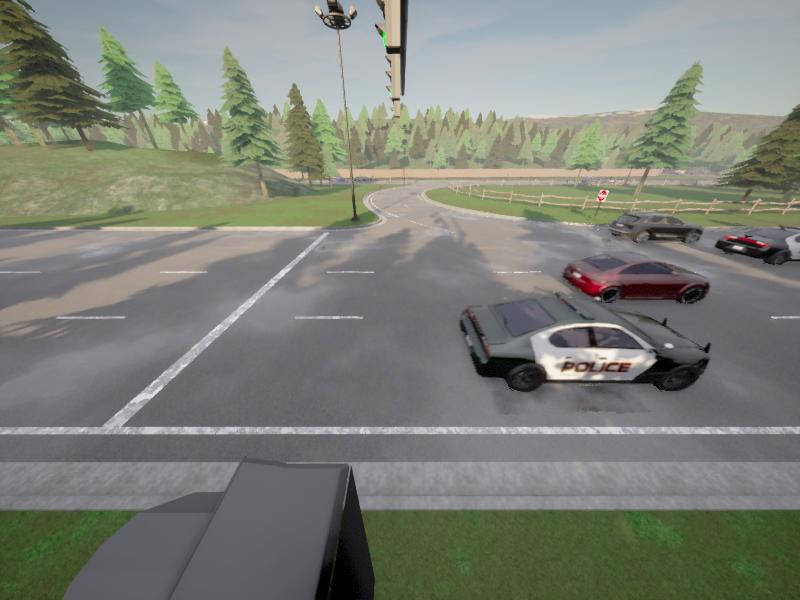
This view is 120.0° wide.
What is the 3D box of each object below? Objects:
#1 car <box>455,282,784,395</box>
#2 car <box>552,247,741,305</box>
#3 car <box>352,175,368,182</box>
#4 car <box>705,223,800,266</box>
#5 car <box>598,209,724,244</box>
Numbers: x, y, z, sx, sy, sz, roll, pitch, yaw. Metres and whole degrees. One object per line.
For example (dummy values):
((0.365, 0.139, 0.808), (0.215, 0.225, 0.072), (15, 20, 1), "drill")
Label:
((4.016, 0.746, 5.177), (4.974, 1.542, 2.038), (0, 30, 0), "car")
((8.315, -0.932, 8.252), (4.181, 1.385, 1.994), (0, 30, 0), "car")
((-12.039, -36.799, 69.868), (4.605, 1.855, 1.932), (0, 30, 0), "car")
((19.046, -2.752, 11.247), (4.974, 1.542, 2.038), (0, 30, 0), "car")
((15.731, -4.546, 14.252), (4.856, 1.649, 2.033), (0, 30, 0), "car")
